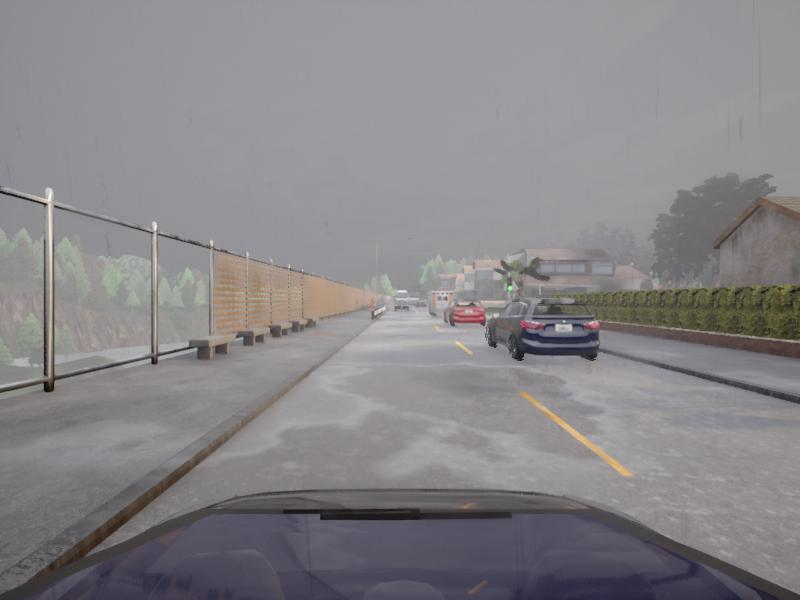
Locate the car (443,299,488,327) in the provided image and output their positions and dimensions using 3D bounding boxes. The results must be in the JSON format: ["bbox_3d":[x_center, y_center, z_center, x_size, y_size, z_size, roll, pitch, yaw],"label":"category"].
[{"bbox_3d":[4.136,0.756,26.030,2.242,1.667,4.611,0,0,0],"label":"car"}]

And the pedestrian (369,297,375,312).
[{"bbox_3d":[-3.364,0.533,48.209,0.751,1.860,0.751,0,0,-6],"label":"pedestrian"}]

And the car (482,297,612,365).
[{"bbox_3d":[4.073,0.756,12.084,2.242,1.667,4.611,0,0,0],"label":"car"}]

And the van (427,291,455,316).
[{"bbox_3d":[4.220,0.378,42.149,2.351,2.431,6.366,0,0,0],"label":"van"}]

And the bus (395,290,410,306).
[{"bbox_3d":[0.694,-0.539,111.954,3.944,4.253,10.273,0,0,0],"label":"bus"}]
